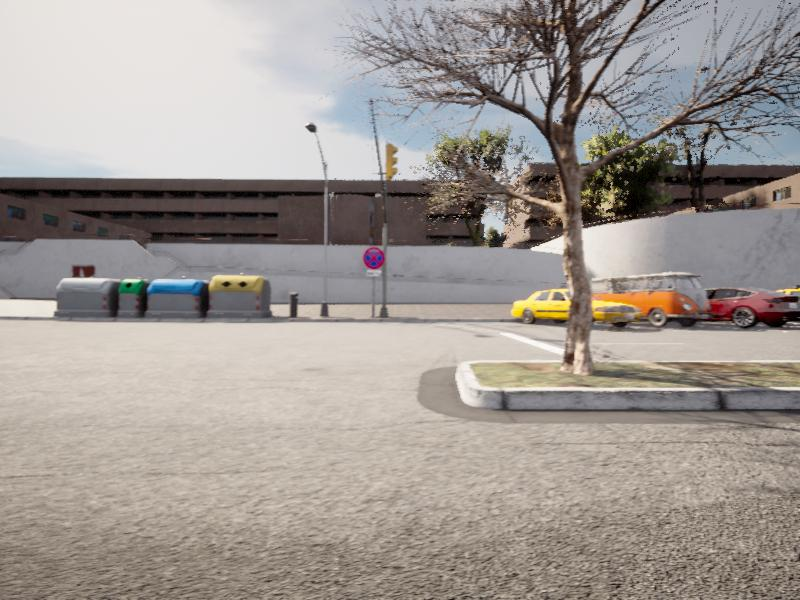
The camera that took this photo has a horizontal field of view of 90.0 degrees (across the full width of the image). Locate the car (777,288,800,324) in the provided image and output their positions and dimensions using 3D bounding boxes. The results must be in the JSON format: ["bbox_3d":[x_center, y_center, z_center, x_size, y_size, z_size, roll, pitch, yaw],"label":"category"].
[{"bbox_3d":[18.380,0.237,15.586,2.231,1.521,4.892,0,-1,-20],"label":"car"}]

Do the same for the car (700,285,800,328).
[{"bbox_3d":[15.333,0.234,15.769,1.946,1.575,5.366,0,-1,-20],"label":"car"}]

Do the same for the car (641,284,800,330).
[{"bbox_3d":[12.403,0.265,15.624,2.163,1.488,4.792,0,-1,-20],"label":"car"}]

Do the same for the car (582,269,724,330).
[{"bbox_3d":[9.476,0.009,15.496,1.878,1.987,4.442,1,-1,-20],"label":"car"}]

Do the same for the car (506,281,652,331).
[{"bbox_3d":[6.517,0.231,15.432,1.946,1.575,5.366,1,-1,-20],"label":"car"}]
